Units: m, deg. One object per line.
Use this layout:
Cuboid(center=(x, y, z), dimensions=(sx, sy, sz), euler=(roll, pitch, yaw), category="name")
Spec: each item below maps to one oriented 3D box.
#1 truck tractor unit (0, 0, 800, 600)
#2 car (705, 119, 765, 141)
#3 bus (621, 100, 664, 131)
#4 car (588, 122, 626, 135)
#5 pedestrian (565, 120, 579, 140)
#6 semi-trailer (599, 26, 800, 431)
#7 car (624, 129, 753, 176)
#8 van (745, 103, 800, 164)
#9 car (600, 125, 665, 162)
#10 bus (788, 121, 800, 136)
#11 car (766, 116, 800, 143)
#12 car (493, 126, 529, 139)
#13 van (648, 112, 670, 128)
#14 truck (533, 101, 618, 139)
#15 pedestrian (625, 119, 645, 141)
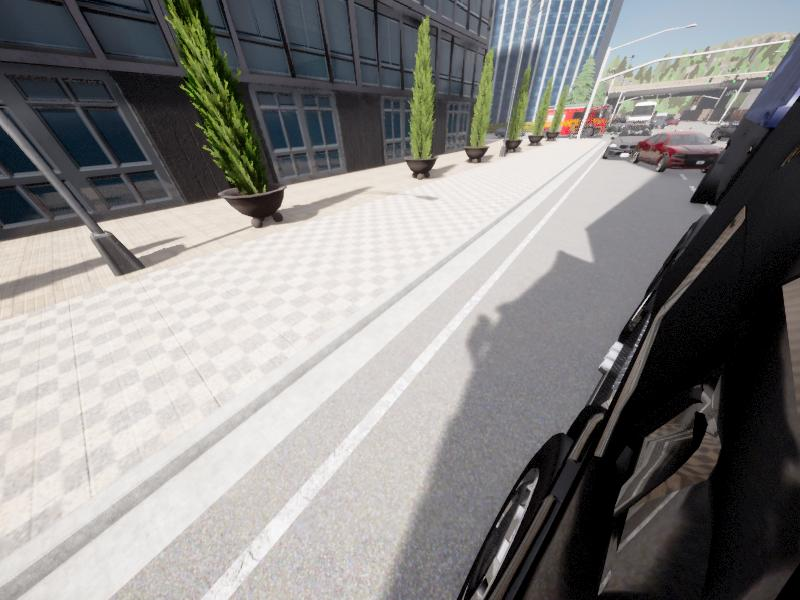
Cuboid(center=(2.645, -0.295, 0.351), dimensions=(6.516, 4.208, 3.053), euler=(-28, 44, -30), category="truck tractor unit")
Cuboid(center=(32.246, -16.526, 22.465), dimensions=(2.128, 1.511, 4.902), euler=(24, 44, 31), category="car")
Cuboid(center=(47.633, -36.314, 45.660), dimensions=(3.944, 4.253, 10.273), euler=(24, 44, 31), category="bus")
Cuboid(center=(31.820, -26.418, 35.666), dimensions=(1.789, 1.549, 3.705), euler=(-23, 41, -26), category="car")
Cuboid(center=(20.170, -19.866, 27.082), dimensions=(0.751, 1.860, 0.751), euler=(18, 41, 25), category="pedestrian")
Cuboid(center=(8.616, -3.659, 4.308), dimensions=(14.254, 4.402, 2.717), euler=(-29, 44, -31), category="semi-trailer")
Cuboid(center=(13.605, -7.451, 11.465), dimensions=(1.882, 1.535, 5.008), euler=(11, 39, 18), category="car")
Cuboid(center=(22.234, -9.074, 12.362), dimensions=(2.351, 2.431, 6.366), euler=(24, 44, 31), category="van")
Cuboid(center=(14.996, -10.233, 15.000), dimensions=(2.242, 1.667, 4.611), euler=(25, 44, 32), category="car")
Cuboid(center=(44.866, -16.983, 20.022), dimensions=(10.273, 4.253, 3.944), euler=(10, 37, 17), category="bus")
Cuboid(center=(33.155, -13.937, 18.821), dimensions=(2.242, 1.667, 4.611), euler=(24, 45, 31), category="car")
Cuboid(center=(18.267, -27.711, 38.160), dimensions=(4.856, 1.649, 2.033), euler=(25, 45, 30), category="car")
Cuboid(center=(55.764, -38.721, 49.805), dimensions=(1.988, 2.561, 5.915), euler=(24, 44, 31), category="van")
Cuboid(center=(24.601, -25.472, 32.952), dimensions=(8.468, 3.827, 2.891), euler=(27, 46, 34), category="truck")
Cuboid(center=(25.849, -18.709, 25.443), dimensions=(0.751, 1.860, 0.751), euler=(-30, 44, -31), category="pedestrian")
